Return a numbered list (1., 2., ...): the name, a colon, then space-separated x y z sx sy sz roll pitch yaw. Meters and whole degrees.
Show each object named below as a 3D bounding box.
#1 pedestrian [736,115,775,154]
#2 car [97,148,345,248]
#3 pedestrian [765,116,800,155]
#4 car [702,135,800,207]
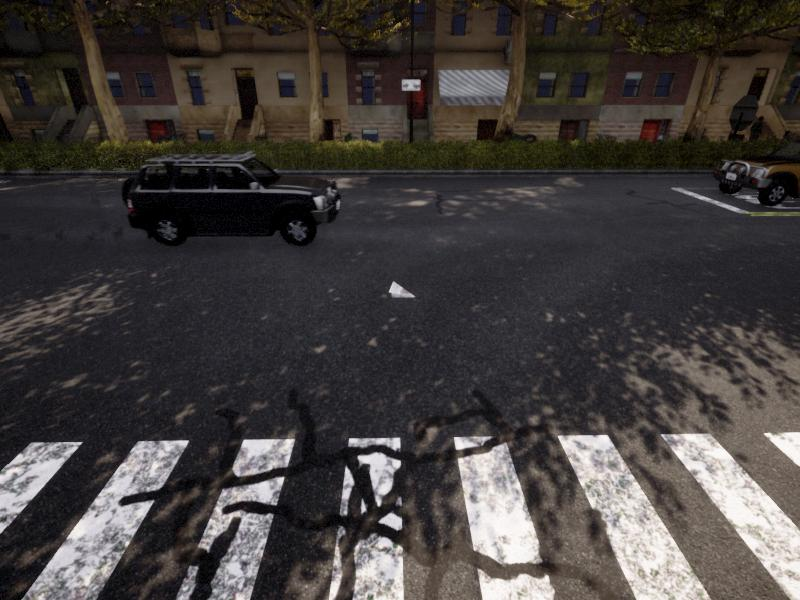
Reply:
1. pedestrian: 19.053 -8.879 21.460 0.751 1.860 0.751 -3 27 -6
2. car: -3.756 -2.428 9.296 4.605 1.855 1.932 0 27 0
3. pedestrian: 20.225 -8.631 20.974 0.751 1.860 0.751 -3 27 -5
4. car: 12.676 -4.066 12.462 4.605 1.855 1.932 0 27 -1
